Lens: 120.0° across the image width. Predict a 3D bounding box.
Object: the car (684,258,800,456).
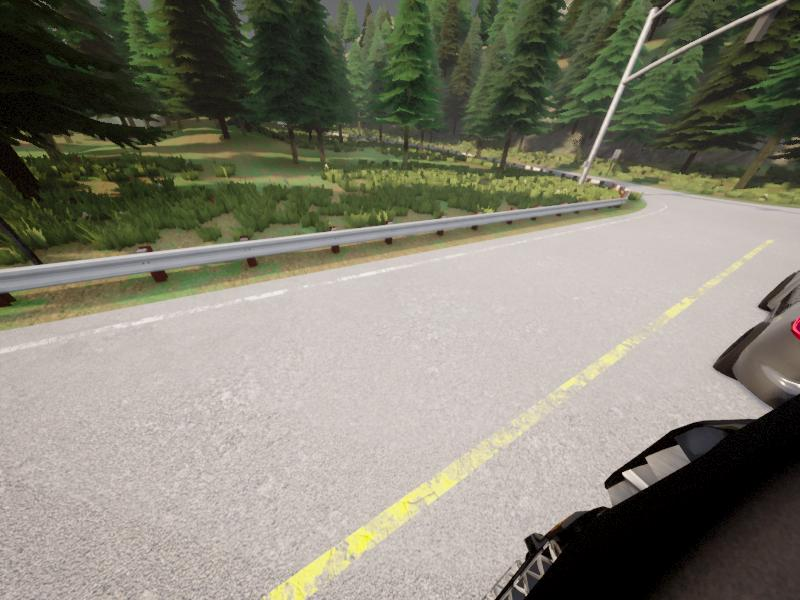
[{"bbox_3d":[5.834,0.328,2.379,4.611,1.667,2.242,-16,38,-26],"label":"car"}]
